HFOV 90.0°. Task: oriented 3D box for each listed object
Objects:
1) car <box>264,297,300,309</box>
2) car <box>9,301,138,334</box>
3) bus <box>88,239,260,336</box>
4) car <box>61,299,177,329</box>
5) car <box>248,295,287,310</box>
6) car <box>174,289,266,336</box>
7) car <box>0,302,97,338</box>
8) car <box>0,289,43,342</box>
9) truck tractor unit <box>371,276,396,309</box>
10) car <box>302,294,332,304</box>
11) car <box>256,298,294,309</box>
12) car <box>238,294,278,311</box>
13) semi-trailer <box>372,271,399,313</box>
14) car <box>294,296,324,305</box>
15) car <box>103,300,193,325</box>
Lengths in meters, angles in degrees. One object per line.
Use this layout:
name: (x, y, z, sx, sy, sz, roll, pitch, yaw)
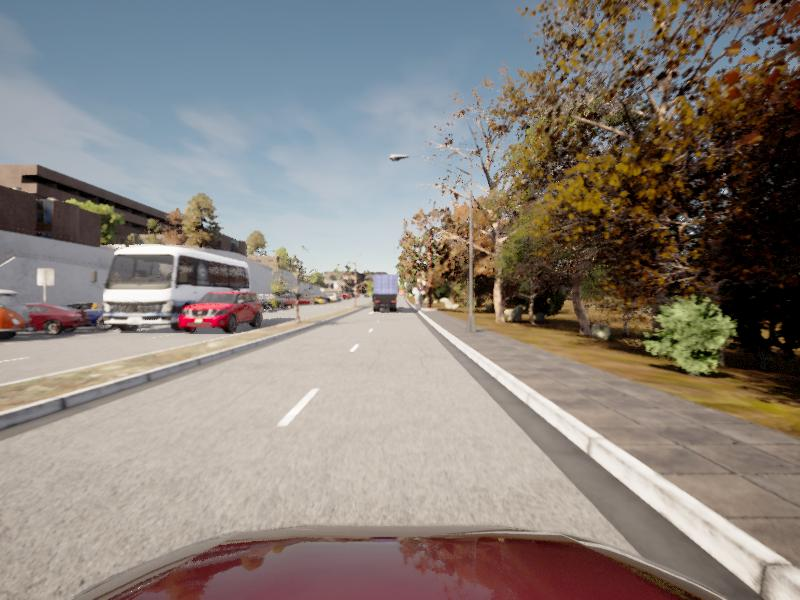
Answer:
car: (-16.835, 0.394, 56.919, 4.792, 1.488, 2.163, -1, 1, -20)
car: (-16.903, 0.839, 21.066, 4.792, 1.488, 2.163, -1, 1, -20)
bus: (-11.685, -0.574, 22.681, 3.944, 4.253, 10.273, 0, 0, 0)
car: (-16.704, 0.780, 24.135, 5.366, 1.575, 1.946, -1, 0, -20)
car: (-16.836, 0.323, 50.927, 4.553, 1.767, 2.185, -1, 1, -20)
car: (-8.798, 0.546, 20.246, 2.150, 2.045, 5.566, 0, 0, 0)
car: (-16.873, 0.861, 18.094, 4.674, 1.452, 2.002, -1, 1, -20)
car: (-16.775, 0.607, 15.161, 4.442, 1.987, 1.878, -1, 0, -20)
truck tractor unit: (-2.408, -1.031, 56.512, 3.053, 4.208, 6.516, 3, 0, -5)
car: (-16.828, -0.243, 80.934, 5.566, 2.045, 2.435, -1, 1, -20)
car: (-16.858, 0.447, 53.901, 4.674, 1.452, 2.002, -1, 1, -20)
car: (-16.977, 0.268, 47.890, 4.442, 1.987, 1.878, -1, 1, -20)
semi-trailer: (-1.919, -0.996, 48.578, 2.717, 4.402, 14.254, 0, 1, -3)
car: (-17.025, 0.107, 74.846, 5.366, 1.575, 1.946, -1, 1, -20)
car: (-16.847, 0.791, 27.063, 4.792, 1.488, 2.163, -1, 0, -20)
